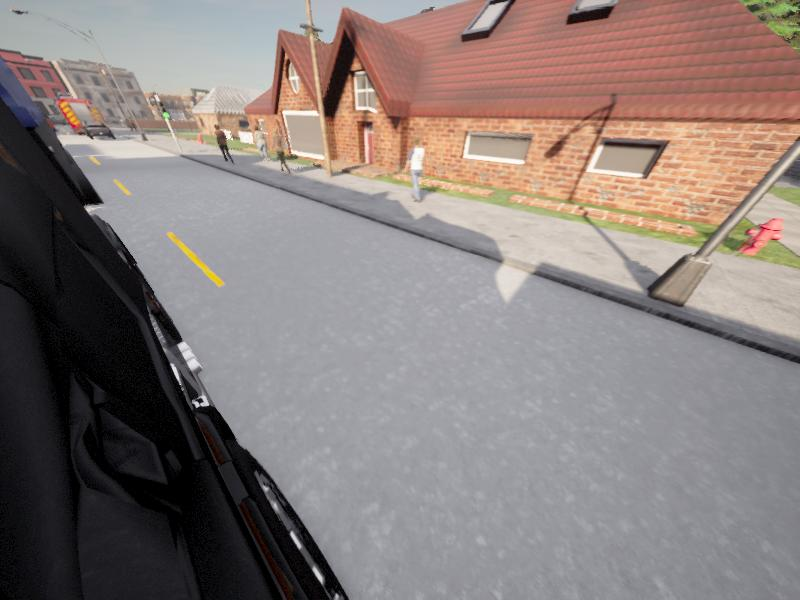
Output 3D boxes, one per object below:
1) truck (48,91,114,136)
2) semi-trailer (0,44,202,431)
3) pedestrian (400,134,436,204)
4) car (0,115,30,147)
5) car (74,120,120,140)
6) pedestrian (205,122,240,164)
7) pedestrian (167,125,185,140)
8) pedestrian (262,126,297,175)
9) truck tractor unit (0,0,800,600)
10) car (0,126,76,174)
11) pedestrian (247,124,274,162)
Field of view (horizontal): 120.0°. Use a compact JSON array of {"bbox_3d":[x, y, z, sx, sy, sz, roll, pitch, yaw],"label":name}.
[{"bbox_3d":[-38.917,-22.581,28.205,8.468,3.827,2.891,28,44,30],"label":"truck"},{"bbox_3d":[-8.704,-3.597,4.229,14.254,4.402,2.717,28,44,30],"label":"semi-trailer"},{"bbox_3d":[0.536,-4.213,7.511,0.751,1.860,0.751,-14,40,-21],"label":"pedestrian"},{"bbox_3d":[-30.294,-11.676,15.819,4.605,1.855,1.932,-19,41,-27],"label":"car"},{"bbox_3d":[-31.918,-17.906,24.319,4.902,1.511,2.128,28,44,30],"label":"car"},{"bbox_3d":[-9.866,-8.705,12.874,0.751,1.860,0.751,27,43,29],"label":"pedestrian"},{"bbox_3d":[-25.071,-18.784,25.854,0.751,1.300,0.751,-8,38,-14],"label":"pedestrian"},{"bbox_3d":[-5.689,-7.089,10.970,0.751,1.860,0.751,25,42,27],"label":"pedestrian"},{"bbox_3d":[-2.645,-0.295,0.351,6.516,4.208,3.053,28,44,30],"label":"truck tractor unit"},{"bbox_3d":[-17.933,-7.329,11.073,4.902,1.511,2.128,28,44,30],"label":"car"},{"bbox_3d":[-8.475,-9.555,14.088,0.751,1.860,0.751,-28,46,-34],"label":"pedestrian"}]
